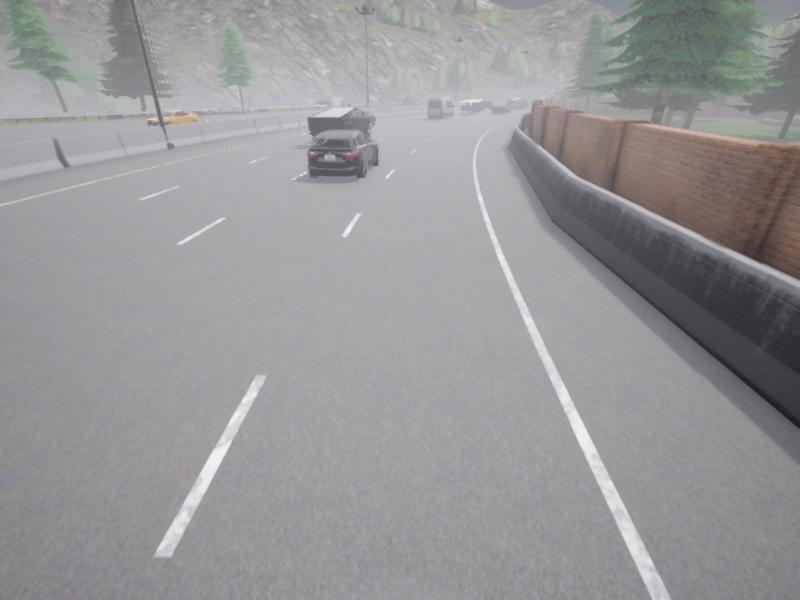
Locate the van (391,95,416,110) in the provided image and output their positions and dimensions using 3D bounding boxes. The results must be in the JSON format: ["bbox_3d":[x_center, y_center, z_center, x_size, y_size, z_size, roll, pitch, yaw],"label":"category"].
[{"bbox_3d":[0.771,-38.110,77.120,1.988,2.561,5.915,16,31,27],"label":"van"}]

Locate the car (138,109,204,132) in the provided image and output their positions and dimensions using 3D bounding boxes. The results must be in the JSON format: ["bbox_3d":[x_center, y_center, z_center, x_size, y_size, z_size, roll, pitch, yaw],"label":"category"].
[{"bbox_3d":[-19.539,-15.541,34.459,1.882,1.535,5.008,7,28,12],"label":"car"}]

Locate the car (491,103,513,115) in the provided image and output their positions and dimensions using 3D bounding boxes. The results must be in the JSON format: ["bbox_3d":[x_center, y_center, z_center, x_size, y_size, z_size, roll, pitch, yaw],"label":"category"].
[{"bbox_3d":[16.483,-30.794,64.439,1.882,1.535,5.008,16,31,27],"label":"car"}]

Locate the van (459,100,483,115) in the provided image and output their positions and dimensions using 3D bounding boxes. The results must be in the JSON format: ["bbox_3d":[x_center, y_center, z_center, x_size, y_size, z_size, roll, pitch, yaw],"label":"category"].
[{"bbox_3d":[10.975,-29.820,61.929,2.069,2.038,4.480,15,31,26],"label":"van"}]

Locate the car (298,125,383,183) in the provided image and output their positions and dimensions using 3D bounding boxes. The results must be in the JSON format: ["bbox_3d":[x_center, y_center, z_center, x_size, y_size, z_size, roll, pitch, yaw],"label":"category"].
[{"bbox_3d":[-2.246,-6.212,16.654,2.242,1.667,4.611,4,28,7],"label":"car"}]

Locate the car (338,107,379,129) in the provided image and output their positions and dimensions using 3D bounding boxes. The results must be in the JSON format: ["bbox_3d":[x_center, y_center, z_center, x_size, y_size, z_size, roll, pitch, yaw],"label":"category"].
[{"bbox_3d":[-3.949,-17.666,38.673,2.242,1.667,4.611,9,29,16],"label":"car"}]

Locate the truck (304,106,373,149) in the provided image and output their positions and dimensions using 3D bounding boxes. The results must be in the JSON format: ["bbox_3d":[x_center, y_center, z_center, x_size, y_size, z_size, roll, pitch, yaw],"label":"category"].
[{"bbox_3d":[-3.730,-11.379,26.108,2.390,2.098,6.274,6,28,10],"label":"truck"}]

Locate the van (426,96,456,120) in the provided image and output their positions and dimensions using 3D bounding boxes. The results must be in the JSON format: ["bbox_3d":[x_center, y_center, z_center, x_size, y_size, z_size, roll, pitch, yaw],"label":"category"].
[{"bbox_3d":[5.374,-24.706,51.443,1.988,2.561,5.915,11,29,20],"label":"van"}]

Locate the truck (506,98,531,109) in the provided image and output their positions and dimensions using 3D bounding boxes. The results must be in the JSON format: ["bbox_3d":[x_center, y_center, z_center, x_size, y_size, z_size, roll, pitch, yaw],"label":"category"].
[{"bbox_3d":[25.792,-42.676,86.856,2.390,2.098,6.274,22,34,35],"label":"truck"}]

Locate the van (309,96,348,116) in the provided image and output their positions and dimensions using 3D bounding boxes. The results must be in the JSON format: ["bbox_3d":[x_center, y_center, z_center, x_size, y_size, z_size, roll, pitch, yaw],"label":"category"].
[{"bbox_3d":[-10.305,-28.393,58.385,2.351,2.431,6.366,11,29,20],"label":"van"}]

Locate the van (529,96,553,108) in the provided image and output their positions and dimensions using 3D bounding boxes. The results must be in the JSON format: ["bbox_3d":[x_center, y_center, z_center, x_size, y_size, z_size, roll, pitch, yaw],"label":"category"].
[{"bbox_3d":[33.161,-46.540,94.059,2.351,2.431,6.366,24,36,38],"label":"van"}]

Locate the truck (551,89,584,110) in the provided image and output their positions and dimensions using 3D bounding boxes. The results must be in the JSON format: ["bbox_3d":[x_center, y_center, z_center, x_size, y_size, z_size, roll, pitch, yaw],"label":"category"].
[{"bbox_3d":[36.984,-44.298,88.296,2.891,3.827,8.468,24,36,38],"label":"truck"}]

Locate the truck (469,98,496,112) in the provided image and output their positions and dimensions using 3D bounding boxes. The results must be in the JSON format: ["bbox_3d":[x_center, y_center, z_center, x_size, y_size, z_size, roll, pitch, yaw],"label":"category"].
[{"bbox_3d":[15.441,-36.374,74.548,2.390,2.098,6.274,18,32,30],"label":"truck"}]
